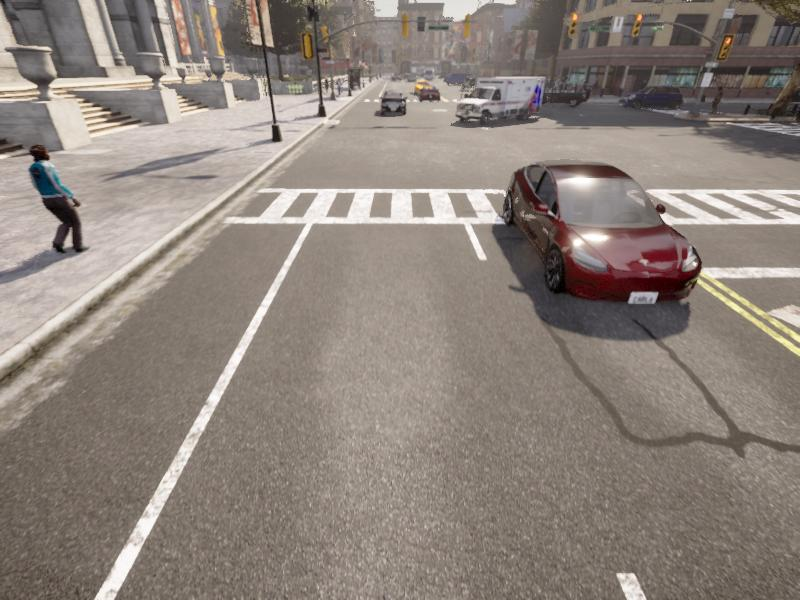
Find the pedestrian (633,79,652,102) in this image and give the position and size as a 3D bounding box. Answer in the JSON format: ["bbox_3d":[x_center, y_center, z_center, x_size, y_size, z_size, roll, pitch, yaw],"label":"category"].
[{"bbox_3d":[22.693,-19.634,37.505,0.751,1.860,0.751,-11,32,-18],"label":"pedestrian"}]

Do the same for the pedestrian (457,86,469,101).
[{"bbox_3d":[6.270,-20.624,39.977,0.751,1.300,0.751,-12,33,-20],"label":"pedestrian"}]

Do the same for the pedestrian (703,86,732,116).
[{"bbox_3d":[22.303,-13.986,28.143,0.751,1.860,0.751,-3,30,-5],"label":"pedestrian"}]

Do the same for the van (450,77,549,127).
[{"bbox_3d":[6.228,-12.418,24.870,6.366,2.431,2.351,-23,37,-34],"label":"van"}]

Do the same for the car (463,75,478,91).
[{"bbox_3d":[10.096,-31.134,57.449,1.932,1.855,4.605,4,31,7],"label":"car"}]

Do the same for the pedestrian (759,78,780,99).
[{"bbox_3d":[37.996,-21.722,41.149,0.751,1.860,0.751,2,30,3],"label":"pedestrian"}]

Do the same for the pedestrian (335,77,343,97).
[{"bbox_3d":[-6.490,-22.723,42.650,0.751,1.860,0.751,-5,31,-9],"label":"pedestrian"}]

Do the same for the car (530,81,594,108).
[{"bbox_3d":[14.068,-17.957,34.926,4.605,1.855,1.932,17,34,26],"label":"car"}]

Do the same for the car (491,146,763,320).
[{"bbox_3d":[3.294,-1.584,7.262,2.163,1.488,4.792,0,30,0],"label":"car"}]

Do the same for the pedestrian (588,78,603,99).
[{"bbox_3d":[20.063,-21.739,41.093,0.751,1.860,0.751,-6,31,-11],"label":"pedestrian"}]

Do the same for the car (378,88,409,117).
[{"bbox_3d":[-0.480,-14.583,29.444,2.128,1.511,4.902,0,31,-1],"label":"car"}]

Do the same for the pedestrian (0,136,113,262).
[{"bbox_3d":[-5.694,-1.649,6.606,0.751,1.860,0.751,4,31,6],"label":"pedestrian"}]

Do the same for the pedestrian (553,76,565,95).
[{"bbox_3d":[18.638,-25.221,47.042,0.751,1.860,0.751,-2,30,-3],"label":"pedestrian"}]

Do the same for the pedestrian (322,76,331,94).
[{"bbox_3d":[-8.738,-25.750,47.817,0.751,1.860,0.751,1,30,2],"label":"pedestrian"}]

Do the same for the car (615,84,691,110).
[{"bbox_3d":[20.747,-16.787,33.042,4.553,1.767,2.097,2,30,3],"label":"car"}]

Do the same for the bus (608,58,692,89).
[{"bbox_3d":[40.525,-36.986,65.252,10.273,4.253,3.944,0,30,-1],"label":"bus"}]

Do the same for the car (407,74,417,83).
[{"bbox_3d":[2.551,-46.993,84.889,2.007,1.525,4.514,1,30,1],"label":"car"}]

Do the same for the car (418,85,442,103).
[{"bbox_3d":[2.915,-20.540,39.797,1.994,1.385,4.181,0,30,-1],"label":"car"}]

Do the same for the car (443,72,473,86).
[{"bbox_3d":[10.421,-40.213,72.815,2.150,2.045,5.566,-19,35,-28],"label":"car"}]

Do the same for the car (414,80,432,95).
[{"bbox_3d":[2.780,-26.602,50.000,1.882,1.535,5.008,0,30,-1],"label":"car"}]

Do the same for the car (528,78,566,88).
[{"bbox_3d":[24.068,-35.646,65.713,5.357,1.411,2.033,0,30,0],"label":"car"}]
